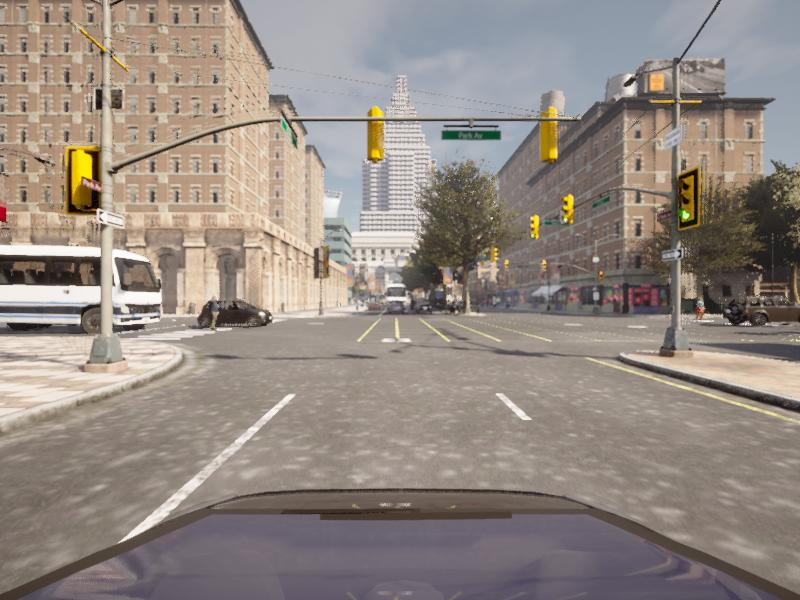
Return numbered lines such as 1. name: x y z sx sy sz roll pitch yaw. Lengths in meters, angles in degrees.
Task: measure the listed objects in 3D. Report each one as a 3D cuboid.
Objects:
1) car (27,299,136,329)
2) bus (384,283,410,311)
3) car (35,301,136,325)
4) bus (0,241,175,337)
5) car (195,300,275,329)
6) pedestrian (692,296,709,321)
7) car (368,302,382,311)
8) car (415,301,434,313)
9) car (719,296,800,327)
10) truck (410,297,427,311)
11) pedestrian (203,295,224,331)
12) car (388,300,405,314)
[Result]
1. car: -18.542 0.775 23.500 4.611 1.667 2.242 0 0 -1
2. bus: -0.479 -0.480 67.242 3.944 4.253 10.273 0 0 0
3. car: -21.047 0.824 26.953 5.366 1.575 1.801 0 0 -1
4. bus: -17.604 -0.525 20.131 10.273 4.253 3.944 1 0 -1
5. car: -9.658 0.808 23.627 3.988 1.617 1.851 0 0 -1
6. pedestrian: 22.807 0.661 30.392 0.751 1.860 0.751 0 0 -6
7. car: -3.800 0.987 60.652 1.895 1.301 4.718 0 0 -1
8. car: 3.037 0.877 50.931 2.128 1.511 4.902 0 0 0
9. car: 22.546 0.672 24.376 4.605 1.855 1.932 0 0 3
10. truck: 2.914 0.594 64.588 2.390 2.098 6.274 0 0 -1
11. pedestrian: -9.754 0.655 20.957 0.751 1.860 0.751 0 0 42
12. car: -0.455 0.817 49.735 2.033 1.649 4.856 0 0 -1
